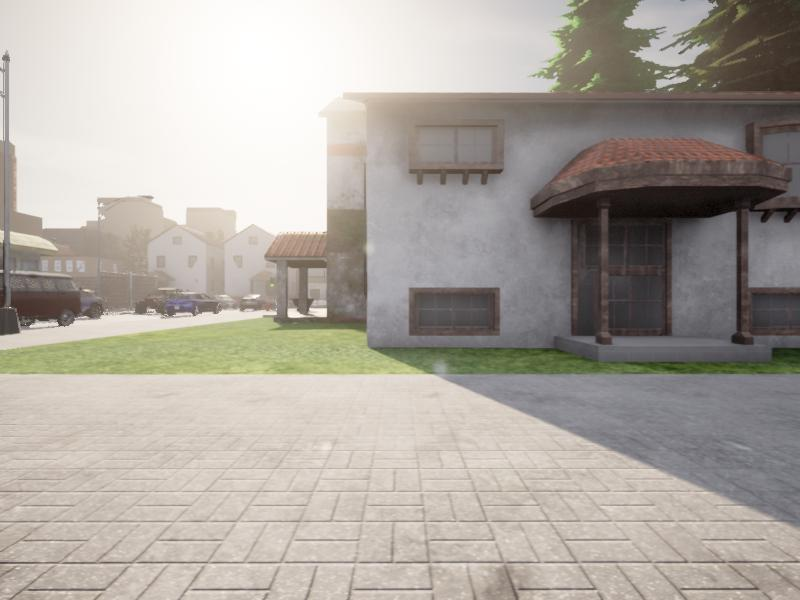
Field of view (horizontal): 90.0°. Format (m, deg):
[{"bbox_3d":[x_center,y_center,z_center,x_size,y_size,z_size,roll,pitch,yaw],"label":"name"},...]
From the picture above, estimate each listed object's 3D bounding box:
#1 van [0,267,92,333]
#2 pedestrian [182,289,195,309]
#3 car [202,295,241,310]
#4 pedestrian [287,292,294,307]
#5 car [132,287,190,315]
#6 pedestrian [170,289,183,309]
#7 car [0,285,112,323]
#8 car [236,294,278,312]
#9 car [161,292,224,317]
[{"bbox_3d":[-13.007,0.004,13.540,1.775,1.987,4.442,0,0,-1],"label":"van"},{"bbox_3d":[-19.647,-0.059,37.194,0.751,1.860,0.751,0,0,6],"label":"pedestrian"},{"bbox_3d":[-18.573,0.243,41.513,2.128,1.511,4.902,0,0,-44],"label":"car"},{"bbox_3d":[-14.114,-0.061,51.712,0.751,1.860,0.751,0,0,-4],"label":"pedestrian"},{"bbox_3d":[-17.145,0.052,28.949,1.905,1.878,3.866,0,0,-1],"label":"car"},{"bbox_3d":[-21.102,-0.058,37.815,0.751,1.860,0.751,0,0,23],"label":"pedestrian"},{"bbox_3d":[-17.020,0.186,19.795,2.033,1.649,4.856,0,-1,0],"label":"car"},{"bbox_3d":[-13.012,0.256,36.724,2.163,1.488,4.792,0,0,0],"label":"car"},{"bbox_3d":[-13.044,0.259,25.452,1.816,1.474,4.193,0,0,0],"label":"car"}]
